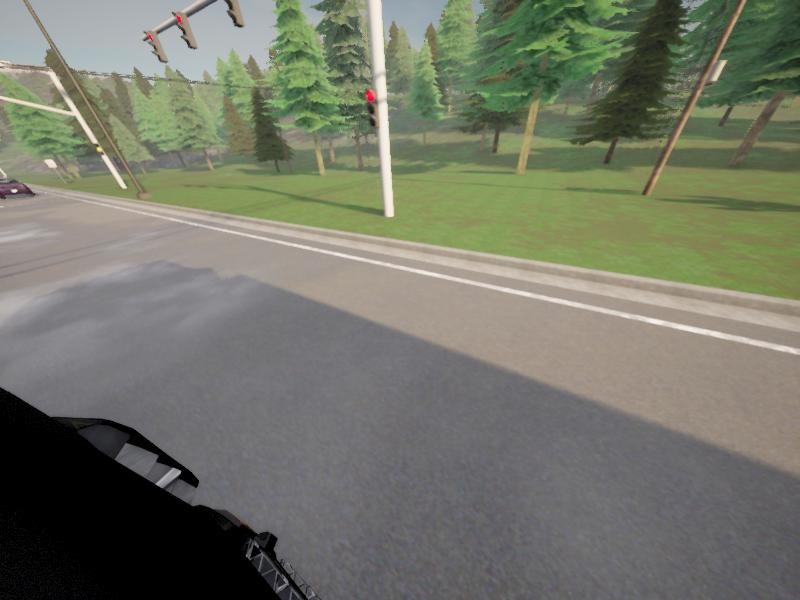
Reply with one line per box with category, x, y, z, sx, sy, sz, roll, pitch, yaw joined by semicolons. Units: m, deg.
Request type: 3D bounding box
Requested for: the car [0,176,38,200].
car;-33.899;-9.762;20.018;4.193;1.474;1.816;16;38;26
